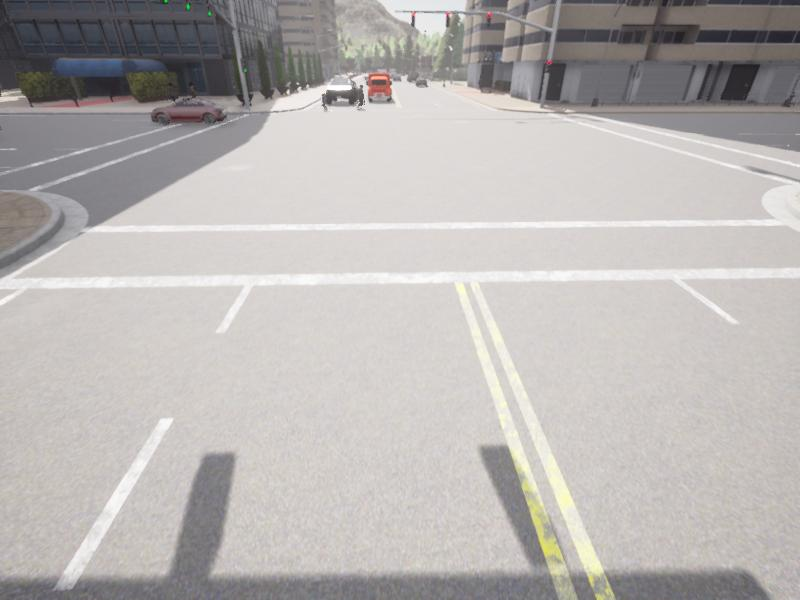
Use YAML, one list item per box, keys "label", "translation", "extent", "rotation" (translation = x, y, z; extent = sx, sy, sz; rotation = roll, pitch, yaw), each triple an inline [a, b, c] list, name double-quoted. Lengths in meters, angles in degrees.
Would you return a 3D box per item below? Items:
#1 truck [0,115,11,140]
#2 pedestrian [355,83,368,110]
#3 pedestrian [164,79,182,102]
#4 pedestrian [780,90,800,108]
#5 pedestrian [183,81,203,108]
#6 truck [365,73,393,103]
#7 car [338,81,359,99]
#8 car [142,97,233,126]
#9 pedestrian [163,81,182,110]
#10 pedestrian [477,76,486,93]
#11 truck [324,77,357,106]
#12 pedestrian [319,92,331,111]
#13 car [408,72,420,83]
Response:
- label: "truck"
  translation: [-23.048, -8.691, 17.019]
  extent: [8.468, 3.827, 2.891]
  rotation: [-1, 30, -2]
- label: "pedestrian"
  translation: [-3.104, -16.266, 32.012]
  extent: [0.751, 1.860, 0.751]
  rotation: [7, 31, 12]
- label: "pedestrian"
  translation: [-20.863, -19.286, 36.782]
  extent: [0.751, 1.860, 0.751]
  rotation: [12, 32, 19]
- label: "pedestrian"
  translation: [32.439, -16.660, 33.131]
  extent: [0.751, 1.300, 0.751]
  rotation: [-1, 30, -2]
- label: "pedestrian"
  translation: [-16.190, -16.061, 31.289]
  extent: [0.751, 1.860, 0.751]
  rotation: [1, 30, 1]
- label: "truck"
  translation: [-2.089, -21.521, 40.471]
  extent: [2.627, 2.467, 5.204]
  rotation: [-1, 30, -2]
- label: "car"
  translation: [-5.720, -23.548, 44.809]
  extent: [1.801, 1.575, 5.366]
  rotation: [-1, 30, -2]
- label: "car"
  translation: [-12.677, -11.378, 24.118]
  extent: [4.181, 1.385, 1.994]
  rotation: [-1, 30, -2]
- label: "pedestrian"
  translation: [-17.189, -15.446, 30.230]
  extent: [0.751, 1.860, 0.751]
  rotation: [-9, 32, -16]
- label: "pedestrian"
  translation: [10.417, -27.562, 51.146]
  extent: [0.751, 1.860, 0.751]
  rotation: [-1, 30, -2]
- label: "truck"
  translation: [-5.497, -19.826, 37.914]
  extent: [2.390, 2.098, 6.274]
  rotation: [-1, 30, -2]
- label: "pedestrian"
  translation: [-5.879, -15.517, 31.270]
  extent: [0.751, 1.300, 0.751]
  rotation: [-2, 30, -4]
- label: "car"
  translation: [3.008, -48.436, 87.039]
  extent: [2.150, 2.045, 5.566]
  rotation: [-1, 30, -2]
